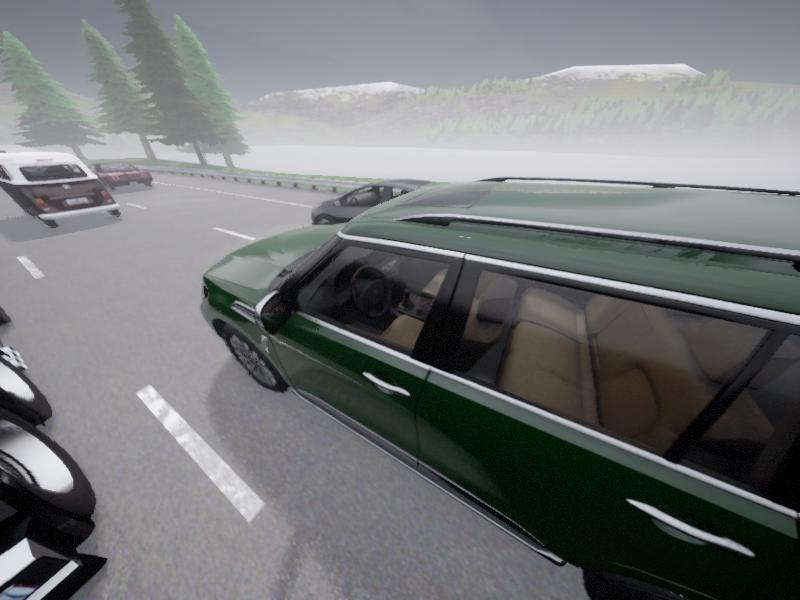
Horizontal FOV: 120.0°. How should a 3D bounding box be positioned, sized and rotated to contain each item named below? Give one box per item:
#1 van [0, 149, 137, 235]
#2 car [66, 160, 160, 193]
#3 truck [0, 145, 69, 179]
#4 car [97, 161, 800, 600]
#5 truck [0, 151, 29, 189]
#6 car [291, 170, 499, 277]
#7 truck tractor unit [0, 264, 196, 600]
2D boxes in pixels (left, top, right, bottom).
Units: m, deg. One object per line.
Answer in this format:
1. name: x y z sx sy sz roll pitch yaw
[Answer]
1. van: -12.015 -3.923 7.980 4.480 2.038 2.069 18 39 24
2. car: -16.850 -7.332 13.576 4.718 1.301 1.895 16 38 22
3. truck: -30.667 -11.170 18.522 6.274 2.098 2.390 13 37 18
4. car: 0.540 0.124 2.031 5.566 2.045 2.150 18 39 24
5. truck: -26.360 -8.133 13.795 5.204 2.467 2.627 14 37 20
6. car: -0.214 -2.215 5.859 4.514 1.525 2.007 18 39 24
7. truck tractor unit: -5.112 -0.298 0.789 6.516 4.208 3.053 18 39 24
